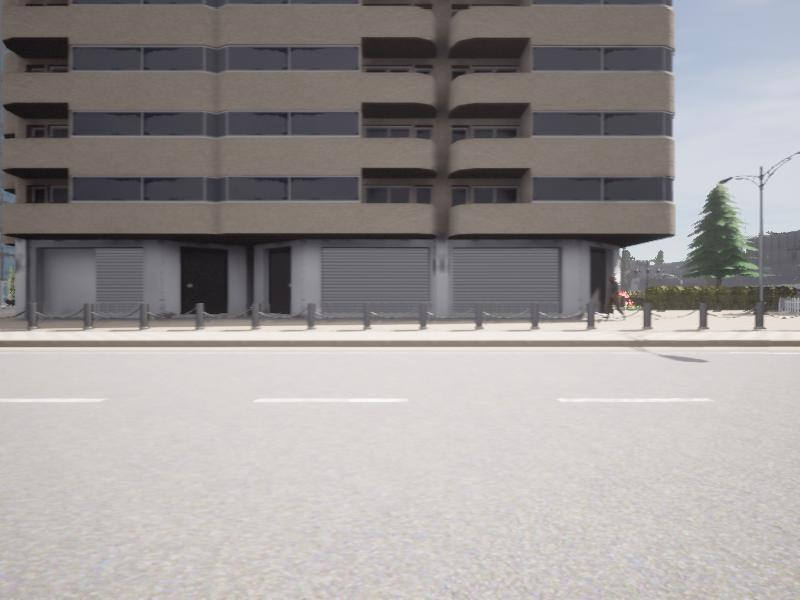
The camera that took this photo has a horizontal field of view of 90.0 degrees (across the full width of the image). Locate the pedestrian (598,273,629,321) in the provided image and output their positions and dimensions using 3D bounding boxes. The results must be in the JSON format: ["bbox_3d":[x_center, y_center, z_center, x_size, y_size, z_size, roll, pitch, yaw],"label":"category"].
[{"bbox_3d":[8.456,-0.121,15.864,0.751,1.860,0.751,0,0,-8],"label":"pedestrian"}]
